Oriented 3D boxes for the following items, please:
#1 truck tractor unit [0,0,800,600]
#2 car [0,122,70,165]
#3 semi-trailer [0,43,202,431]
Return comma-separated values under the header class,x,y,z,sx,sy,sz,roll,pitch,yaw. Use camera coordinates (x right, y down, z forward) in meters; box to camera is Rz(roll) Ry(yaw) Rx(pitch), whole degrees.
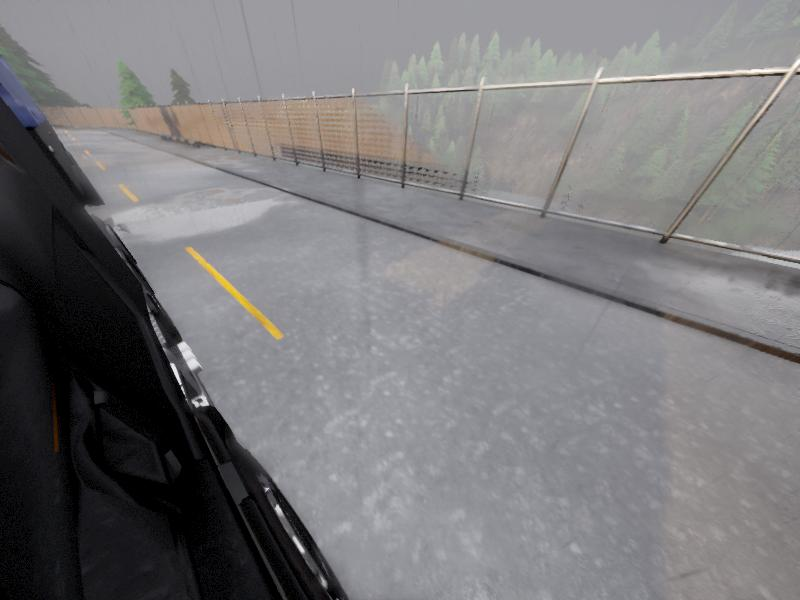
class,x,y,z,sx,sy,sz,roll,pitch,yaw
truck tractor unit,-2.645,-0.295,0.351,6.516,4.208,3.053,28,44,30
car,-20.995,-8.965,13.077,5.238,1.638,1.930,28,44,30
semi-trailer,-8.703,-3.587,4.244,14.254,4.402,2.717,28,44,30
